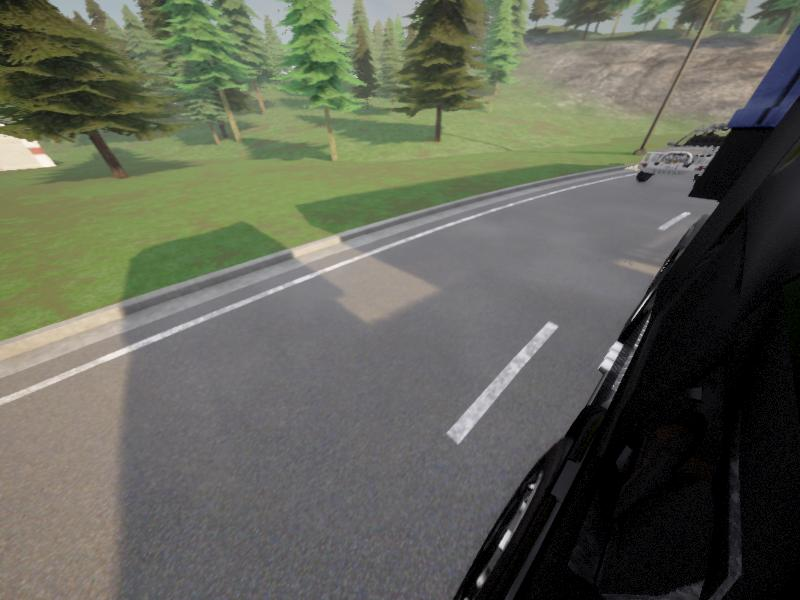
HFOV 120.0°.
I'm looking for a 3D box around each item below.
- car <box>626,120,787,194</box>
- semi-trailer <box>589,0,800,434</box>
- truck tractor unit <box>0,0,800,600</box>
[{"bbox_3d":[11.441,-5.504,8.744,4.605,1.855,1.932,-19,39,-20],"label":"car"},{"bbox_3d":[9.280,-3.116,3.571,14.254,4.402,2.717,-21,40,-23],"label":"semi-trailer"},{"bbox_3d":[2.645,-0.295,0.351,6.516,4.208,3.053,-28,44,-30],"label":"truck tractor unit"}]
